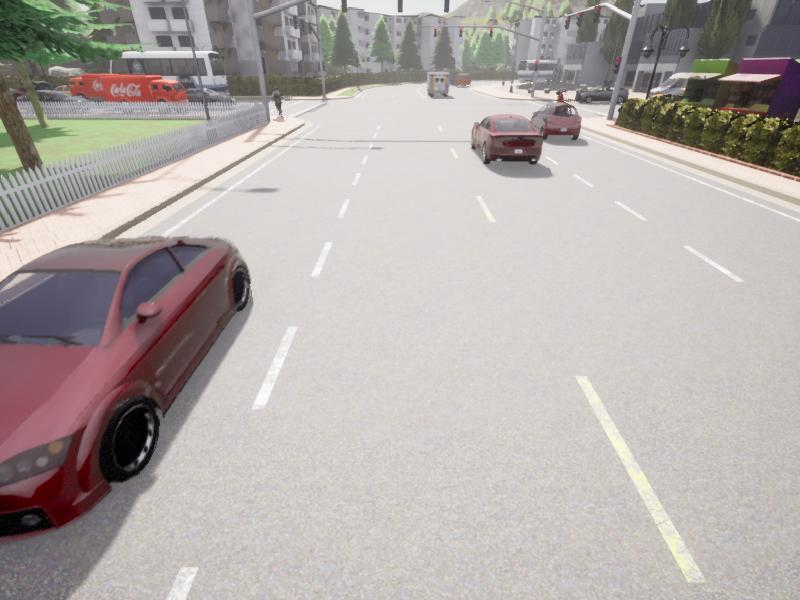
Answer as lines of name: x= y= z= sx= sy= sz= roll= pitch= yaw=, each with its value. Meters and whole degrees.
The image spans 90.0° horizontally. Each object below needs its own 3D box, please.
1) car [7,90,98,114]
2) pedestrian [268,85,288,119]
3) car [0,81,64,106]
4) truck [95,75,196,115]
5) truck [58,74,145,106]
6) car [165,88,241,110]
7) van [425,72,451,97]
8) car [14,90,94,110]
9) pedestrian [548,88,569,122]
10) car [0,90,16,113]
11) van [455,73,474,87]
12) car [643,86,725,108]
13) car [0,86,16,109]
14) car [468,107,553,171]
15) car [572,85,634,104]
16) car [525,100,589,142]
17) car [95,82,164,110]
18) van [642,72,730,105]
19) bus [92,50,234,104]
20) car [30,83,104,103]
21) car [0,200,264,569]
car: x=-25.923 y=-14.864 z=29.993 sx=4.892 sy=1.490 sz=1.837 roll=1 pitch=30 yaw=2
pedestrian: x=-7.633 y=-12.400 z=25.060 sx=0.751 sy=1.860 sz=0.751 roll=-18 pitch=35 yaw=-28
car: x=-33.345 y=-18.701 z=36.171 sx=3.866 sy=1.878 sz=1.905 roll=1 pitch=30 yaw=2
truck: x=-18.570 y=-15.153 z=29.522 sx=5.204 sy=2.467 sz=2.627 roll=1 pitch=30 yaw=2
truck: x=-26.579 y=-18.828 z=35.815 sx=5.204 sy=2.467 sz=2.627 roll=1 pitch=30 yaw=2
car: x=-15.988 y=-16.459 z=32.708 sx=4.902 sy=1.511 sz=2.128 roll=1 pitch=30 yaw=2
van: x=4.425 y=-25.803 z=47.802 sx=2.351 sy=2.431 sz=6.366 roll=0 pitch=30 yaw=-1
car: x=-28.531 y=-16.592 z=33.149 sx=4.718 sy=1.301 sz=1.895 roll=1 pitch=30 yaw=2
pedestrian: x=9.927 y=-12.246 z=25.099 sx=0.751 sy=1.860 sz=0.751 roll=5 pitch=31 yaw=9
car: x=-32.480 y=-14.982 z=30.196 sx=4.892 sy=1.490 sz=1.837 roll=1 pitch=30 yaw=2
van: x=11.084 y=-37.854 z=68.878 sx=1.775 sy=1.987 sz=4.442 roll=13 pitch=33 yaw=22
car: x=24.325 y=-17.511 z=34.441 sx=5.366 sy=1.575 sz=1.801 roll=1 pitch=30 yaw=2
car: x=-35.740 y=-16.863 z=33.289 sx=5.027 sy=1.651 sz=2.152 roll=1 pitch=30 yaw=2
car: x=3.932 y=-6.271 z=15.234 sx=1.882 sy=1.535 sz=5.008 roll=0 pitch=30 yaw=0
car: x=18.997 y=-19.352 z=37.649 sx=4.514 sy=1.525 sz=2.007 roll=1 pitch=30 yaw=2
car: x=7.587 y=-8.884 z=19.717 sx=1.845 sy=1.501 sz=3.633 roll=2 pitch=30 yaw=3
car: x=-22.059 y=-16.731 z=32.796 sx=3.866 sy=1.878 sz=1.905 roll=1 pitch=30 yaw=2
van: x=26.433 y=-19.671 z=37.192 sx=5.915 sy=2.561 sz=1.988 roll=1 pitch=30 yaw=2
bus: x=-22.136 y=-21.224 z=38.151 sx=10.273 sy=4.253 sz=3.944 roll=1 pitch=30 yaw=2
car: x=-32.551 y=-20.319 z=39.250 sx=5.366 sy=1.575 sz=1.801 roll=1 pitch=30 yaw=2
car: x=-3.202 y=0.228 z=4.271 sx=1.994 sy=1.385 sz=4.181 roll=0 pitch=30 yaw=1
